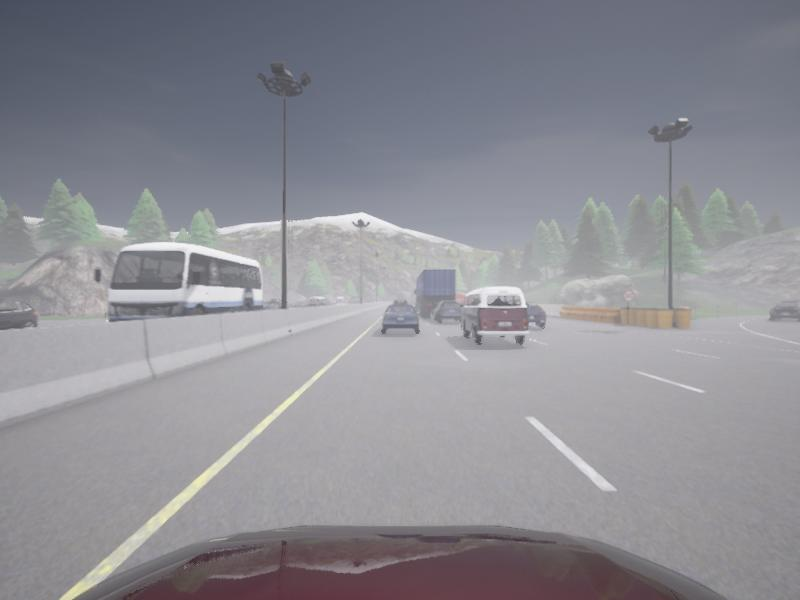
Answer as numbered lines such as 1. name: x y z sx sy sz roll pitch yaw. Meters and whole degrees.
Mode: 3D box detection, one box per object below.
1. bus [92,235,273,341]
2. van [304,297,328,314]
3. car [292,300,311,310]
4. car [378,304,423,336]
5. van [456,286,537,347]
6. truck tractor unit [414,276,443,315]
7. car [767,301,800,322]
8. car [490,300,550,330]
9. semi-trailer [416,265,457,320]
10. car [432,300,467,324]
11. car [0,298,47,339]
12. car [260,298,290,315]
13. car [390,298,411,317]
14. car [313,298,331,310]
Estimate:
1. bus: -10.348 -0.517 21.152 3.944 4.253 10.273 0 0 0
2. van: -10.429 0.616 49.894 2.069 2.038 4.480 0 0 0
3. car: -17.396 0.845 70.825 2.152 1.651 5.027 0 0 0
4. car: 0.033 0.913 20.559 2.033 1.411 5.357 0 0 0
5. van: 3.522 0.580 15.544 2.069 2.038 4.480 0 -1 0
6. truck tractor unit: 3.232 -0.482 46.851 3.053 4.208 6.516 0 0 1
7. car: 31.373 0.858 32.128 4.974 1.542 2.038 0 0 -39
8. car: 7.035 0.803 24.093 2.152 1.651 5.027 0 0 0
9. semi-trailer: 3.191 -0.581 38.941 2.717 4.402 14.254 0 0 0
10. car: 3.548 0.812 29.503 2.033 1.649 4.856 0 0 0
11. car: -17.476 0.771 16.230 2.242 1.667 4.611 0 0 0
12. car: -13.934 0.695 44.889 1.932 1.855 4.605 0 0 0
13. car: 0.062 0.691 39.981 1.932 1.855 4.605 0 0 0
14. car: -13.897 0.632 71.374 2.150 2.045 5.566 0 0 0
